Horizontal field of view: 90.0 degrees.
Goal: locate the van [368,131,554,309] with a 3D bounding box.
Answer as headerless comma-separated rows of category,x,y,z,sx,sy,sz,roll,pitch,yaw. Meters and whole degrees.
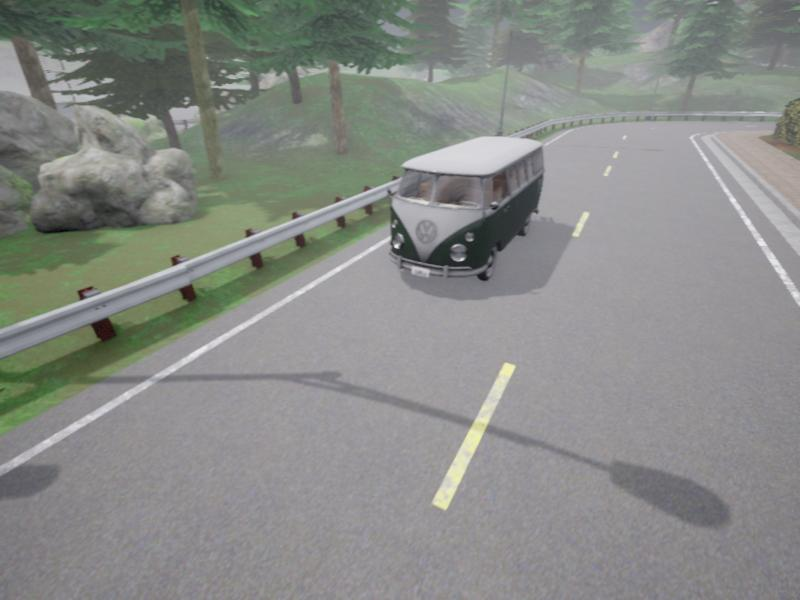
van,1.395,-1.873,7.604,1.775,1.987,4.442,15,32,25
